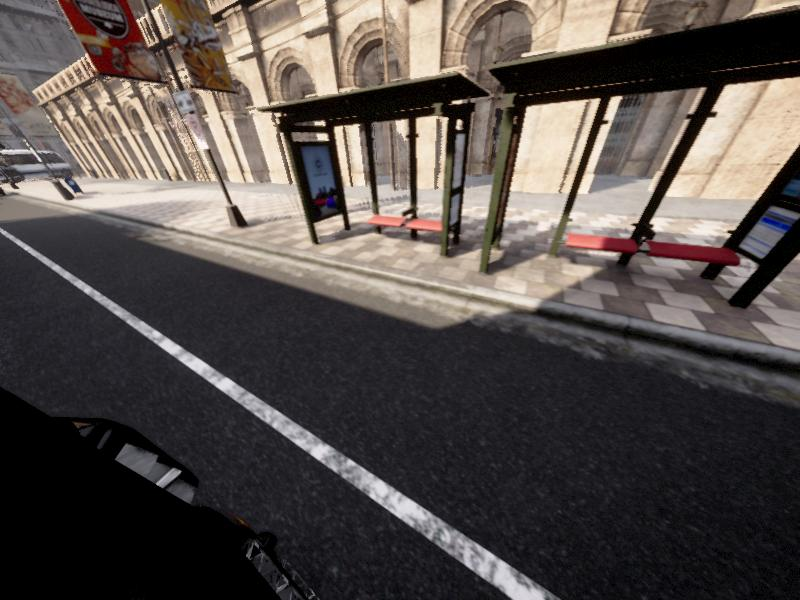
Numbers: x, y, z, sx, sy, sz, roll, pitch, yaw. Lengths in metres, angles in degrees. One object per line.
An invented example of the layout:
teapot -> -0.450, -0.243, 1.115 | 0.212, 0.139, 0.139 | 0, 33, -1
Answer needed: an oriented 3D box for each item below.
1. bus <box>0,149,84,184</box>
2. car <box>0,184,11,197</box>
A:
bus -> -60.310, -21.388, 36.961 | 3.944, 4.253, 10.273 | 2, 34, 11
car -> -37.124, -9.850, 20.471 | 4.718, 1.301, 1.895 | 15, 38, 25
